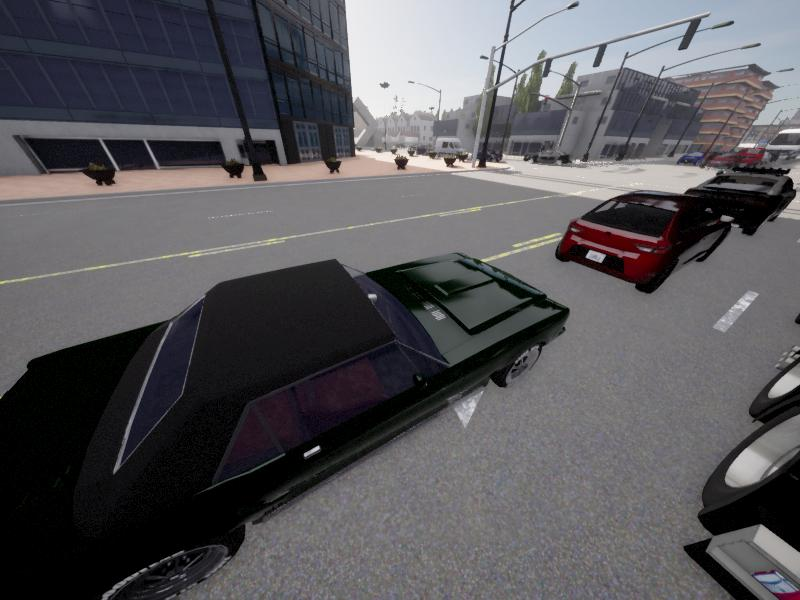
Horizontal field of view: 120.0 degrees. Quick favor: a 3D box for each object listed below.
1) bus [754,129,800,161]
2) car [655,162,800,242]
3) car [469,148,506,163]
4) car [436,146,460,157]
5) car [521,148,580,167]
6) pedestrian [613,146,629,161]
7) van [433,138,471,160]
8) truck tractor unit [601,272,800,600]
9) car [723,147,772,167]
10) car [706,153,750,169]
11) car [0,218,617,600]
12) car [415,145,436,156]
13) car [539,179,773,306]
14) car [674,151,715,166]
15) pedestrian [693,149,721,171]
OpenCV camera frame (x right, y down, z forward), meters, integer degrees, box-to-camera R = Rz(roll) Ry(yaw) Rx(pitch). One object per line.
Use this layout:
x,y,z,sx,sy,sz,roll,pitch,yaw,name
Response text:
66.580,-26.518,39.354,10.273,4.253,3.944,-18,39,-23,bus
11.380,-3.492,7.708,5.238,1.638,1.930,-18,39,-24,car
11.377,-18.977,30.233,1.816,1.474,4.193,-17,38,-24,car
8.327,-26.199,40.670,1.816,1.474,4.193,-17,38,-24,car
17.527,-16.869,27.202,1.930,1.638,5.238,-29,45,-35,car
31.748,-21.013,33.154,0.751,1.860,0.751,-12,37,-19,pedestrian
7.756,-23.166,35.290,1.988,2.561,5.915,-17,38,-24,van
5.122,-0.289,0.764,6.516,4.208,3.053,-18,39,-24,truck tractor unit
45.970,-18.957,30.585,5.566,2.045,2.150,-17,39,-24,car
38.809,-16.471,27.358,4.674,1.442,1.812,-17,39,-24,car
-0.487,0.415,2.264,4.718,1.301,1.895,-18,39,-24,car
4.433,-26.086,40.340,1.845,1.501,3.633,-17,39,-25,car
5.383,-1.535,4.957,4.193,1.474,1.816,-18,39,-24,car
39.479,-19.016,30.985,5.008,1.535,1.882,-17,38,-24,car
32.047,-14.635,24.132,0.751,1.860,0.751,8,35,9,pedestrian
